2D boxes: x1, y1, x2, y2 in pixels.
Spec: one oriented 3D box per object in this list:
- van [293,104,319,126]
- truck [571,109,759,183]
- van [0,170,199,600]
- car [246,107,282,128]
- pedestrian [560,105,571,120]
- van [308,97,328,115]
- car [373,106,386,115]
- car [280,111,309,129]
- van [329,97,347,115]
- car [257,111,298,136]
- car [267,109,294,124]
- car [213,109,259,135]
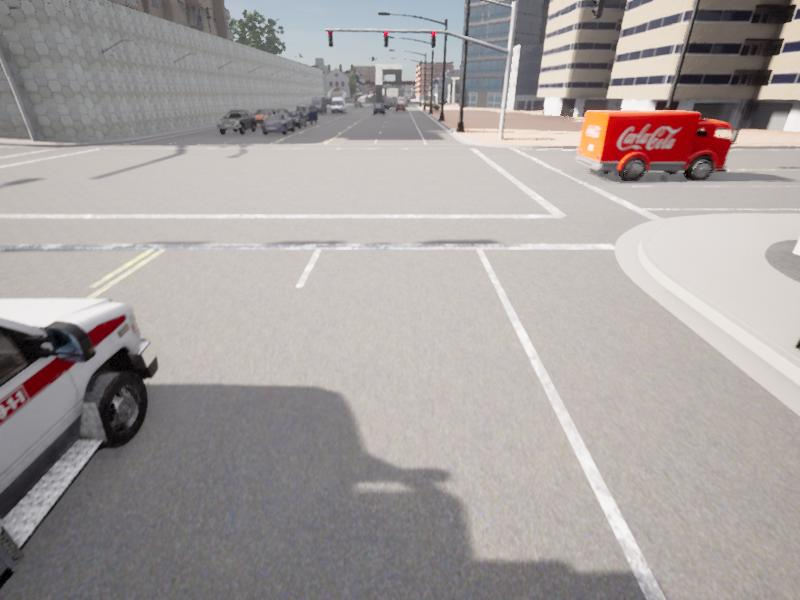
[{"bbox_3d":[-10.466,-20.759,44.789,1.775,1.987,4.442,0,27,0],"label":"van"},{"bbox_3d":[10.183,-6.205,15.996,5.204,2.467,2.627,1,27,1],"label":"truck"},{"bbox_3d":[-3.527,1.368,1.292,2.351,2.431,6.366,0,27,0],"label":"van"},{"bbox_3d":[-13.973,-18.873,41.327,2.097,1.767,4.553,0,27,0],"label":"car"},{"bbox_3d":[21.888,-24.809,52.915,0.751,1.860,0.751,-3,27,-7],"label":"pedestrian"},{"bbox_3d":[-13.937,-33.225,68.377,1.988,2.561,5.915,0,27,0],"label":"van"},{"bbox_3d":[-3.435,-31.864,67.146,1.895,1.301,4.718,0,27,0],"label":"car"},{"bbox_3d":[-10.477,-17.962,39.851,1.845,1.501,3.633,0,27,0],"label":"car"},{"bbox_3d":[-10.437,-32.921,67.793,1.988,2.561,5.915,0,27,0],"label":"van"},{"bbox_3d":[-10.482,-15.353,34.674,2.033,1.649,4.856,0,27,0],"label":"car"},{"bbox_3d":[-13.963,-21.610,46.999,1.816,1.474,4.193,0,27,0],"label":"car"},{"bbox_3d":[-13.983,-15.384,34.450,1.932,1.855,4.605,0,27,0],"label":"car"}]
